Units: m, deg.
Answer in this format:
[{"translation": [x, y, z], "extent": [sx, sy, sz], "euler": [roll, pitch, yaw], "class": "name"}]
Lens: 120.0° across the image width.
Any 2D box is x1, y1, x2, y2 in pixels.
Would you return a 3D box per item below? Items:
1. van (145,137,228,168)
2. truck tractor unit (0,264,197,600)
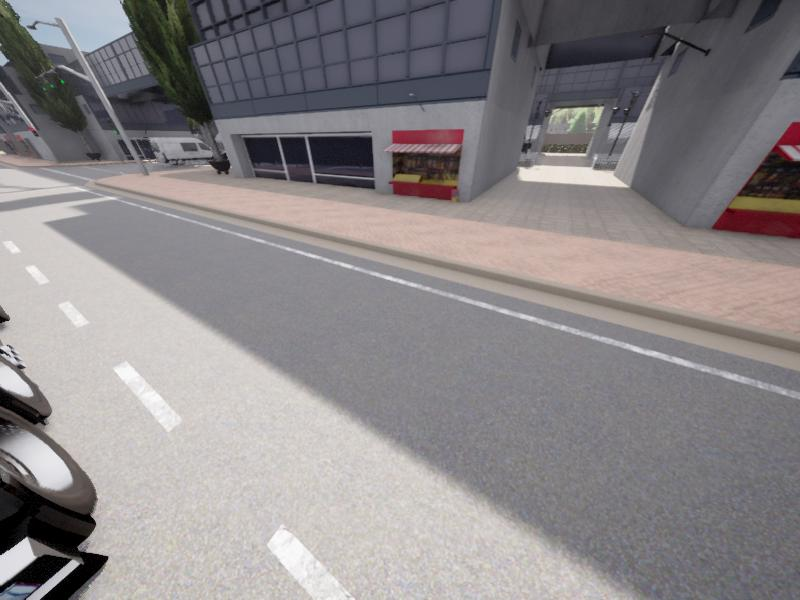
[{"translation": [-23.044, -16.315, 25.389], "extent": [1.988, 2.561, 5.915], "euler": [18, 39, 25], "class": "van"}, {"translation": [-5.108, -0.305, 0.776], "extent": [6.516, 4.208, 3.053], "euler": [19, 39, 24], "class": "truck tractor unit"}]
